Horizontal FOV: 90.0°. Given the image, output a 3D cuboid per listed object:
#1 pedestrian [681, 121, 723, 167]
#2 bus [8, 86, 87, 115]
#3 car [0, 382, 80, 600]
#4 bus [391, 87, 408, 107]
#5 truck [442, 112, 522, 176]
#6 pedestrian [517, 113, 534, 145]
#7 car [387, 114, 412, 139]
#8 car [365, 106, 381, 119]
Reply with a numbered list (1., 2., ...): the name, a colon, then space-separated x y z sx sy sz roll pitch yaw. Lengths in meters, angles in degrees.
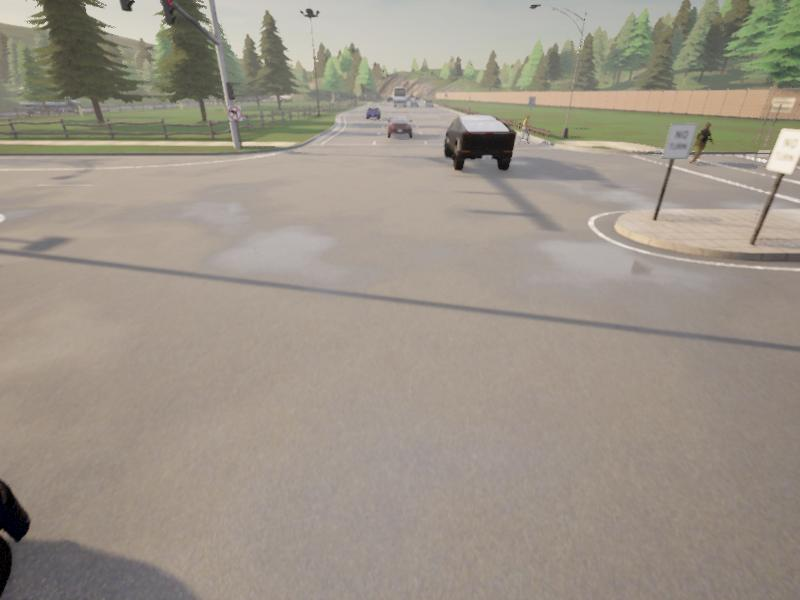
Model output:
1. pedestrian: 13.513 -7.001 17.938 0.751 1.860 0.751 0 27 -1
2. bus: -60.992 -34.890 69.753 3.944 4.253 10.273 0 27 0
3. car: -3.497 1.956 1.067 1.851 1.617 3.988 0 27 0
4. bus: -0.124 -50.604 99.725 3.944 4.253 10.273 0 27 0
5. truck: 3.500 -7.455 18.674 2.390 2.098 6.274 0 27 0
6. pedestrian: 8.004 -10.928 25.564 0.751 1.860 0.751 4 28 9
7. car: -0.002 -13.759 31.589 1.812 1.442 4.674 0 28 0
8. car: -3.500 -24.966 53.235 1.816 1.474 4.193 0 27 0
